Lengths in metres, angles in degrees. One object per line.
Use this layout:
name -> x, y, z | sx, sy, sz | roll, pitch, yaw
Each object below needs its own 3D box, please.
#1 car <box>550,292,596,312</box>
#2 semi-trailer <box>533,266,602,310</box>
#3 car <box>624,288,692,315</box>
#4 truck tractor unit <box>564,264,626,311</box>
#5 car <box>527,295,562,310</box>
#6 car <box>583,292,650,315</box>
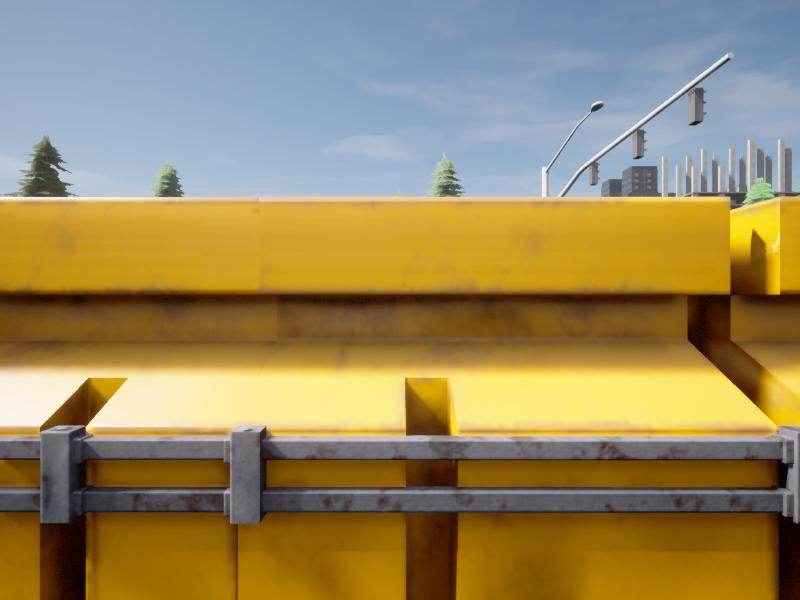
car -> 15.170, 0.168, 35.364 | 1.930, 1.638, 5.238 | 0, 0, 2
semi-trailer -> 19.115, -1.221, 47.057 | 2.717, 4.402, 14.254 | 0, 0, 2
car -> 18.474, 0.091, 28.975 | 2.097, 1.767, 4.553 | 0, 0, 2
truck tractor unit -> 18.798, -1.119, 39.151 | 3.053, 4.208, 6.516 | 0, 0, 2
car -> 15.410, 0.223, 42.973 | 2.038, 1.542, 4.974 | 0, 0, 2
car -> 14.937, 0.233, 27.992 | 2.128, 1.511, 4.902 | 0, 0, 2
